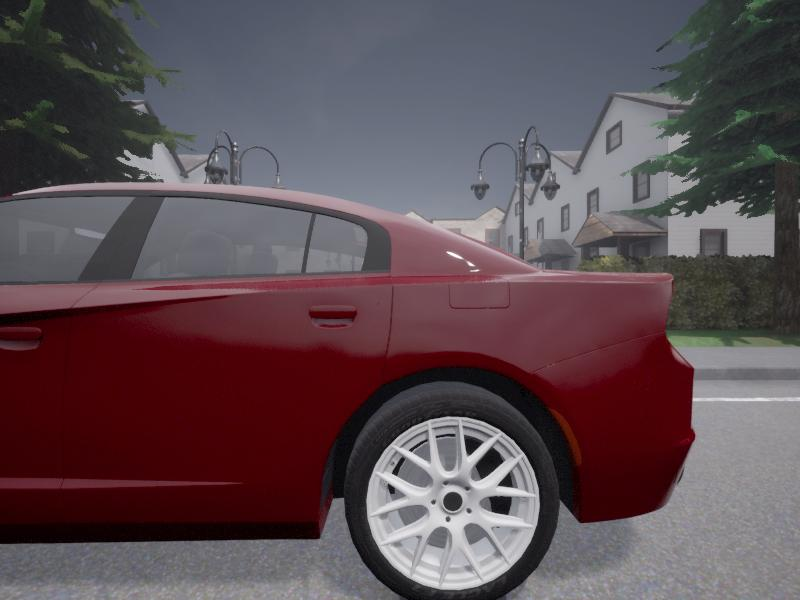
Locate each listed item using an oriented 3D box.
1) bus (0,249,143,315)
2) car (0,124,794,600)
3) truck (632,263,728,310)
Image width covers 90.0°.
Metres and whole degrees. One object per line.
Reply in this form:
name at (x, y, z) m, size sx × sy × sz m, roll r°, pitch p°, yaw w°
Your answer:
bus at (-25.154, -1.149, 30.949) m, size 3.944 × 4.253 × 10.273 m, roll 0°, pitch 0°, yaw 0°
car at (-1.271, 0.223, 2.175) m, size 5.008 × 1.535 × 1.882 m, roll 0°, pitch 0°, yaw -1°
truck at (25.495, -1.112, 37.157) m, size 2.891 × 3.827 × 8.468 m, roll 0°, pitch 0°, yaw -1°
